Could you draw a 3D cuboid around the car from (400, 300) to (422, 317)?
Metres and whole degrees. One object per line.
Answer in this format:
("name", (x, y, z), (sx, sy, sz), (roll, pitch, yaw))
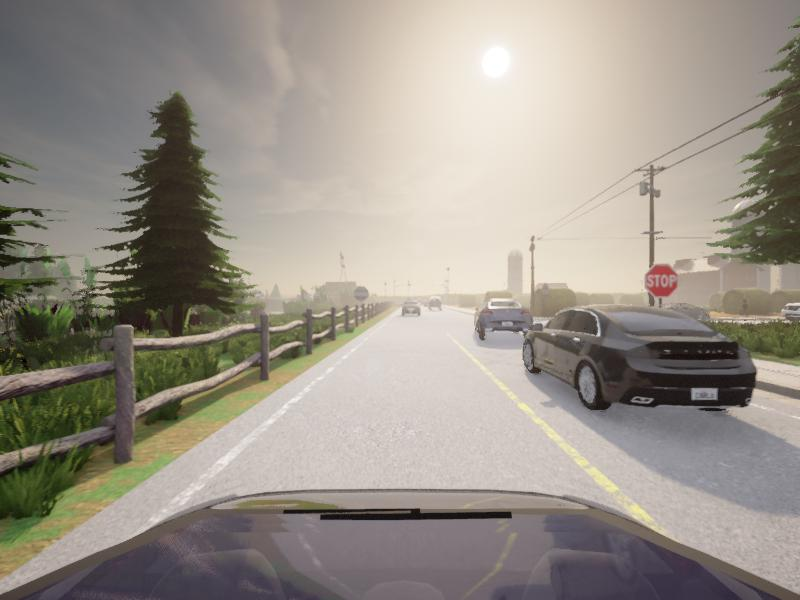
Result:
("car", (1.113, 0.809, 40.138), (2.128, 1.511, 4.902), (0, 0, 2))

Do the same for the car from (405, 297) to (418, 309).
("car", (2.024, 0.531, 69.365), (2.150, 2.045, 5.566), (0, 0, 2))

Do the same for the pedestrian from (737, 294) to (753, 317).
("pedestrian", (29.140, 0.466, 33.805), (0.751, 1.860, 0.751), (0, 0, -6))

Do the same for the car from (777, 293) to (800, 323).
("car", (30.157, 0.560, 28.000), (5.566, 2.045, 2.150), (0, 0, -1))

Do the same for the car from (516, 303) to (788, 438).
("car", (3.628, 0.832, 7.092), (1.837, 1.490, 4.892), (0, 0, 2))

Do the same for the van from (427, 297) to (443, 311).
("van", (5.260, 0.531, 60.678), (2.069, 2.038, 4.480), (0, 0, 2))

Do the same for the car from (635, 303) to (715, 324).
("car", (19.028, 0.907, 27.812), (4.181, 1.385, 1.994), (0, 0, -2))

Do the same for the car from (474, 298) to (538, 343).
("car", (4.409, 0.762, 17.441), (2.152, 1.651, 5.027), (0, 0, 9))
